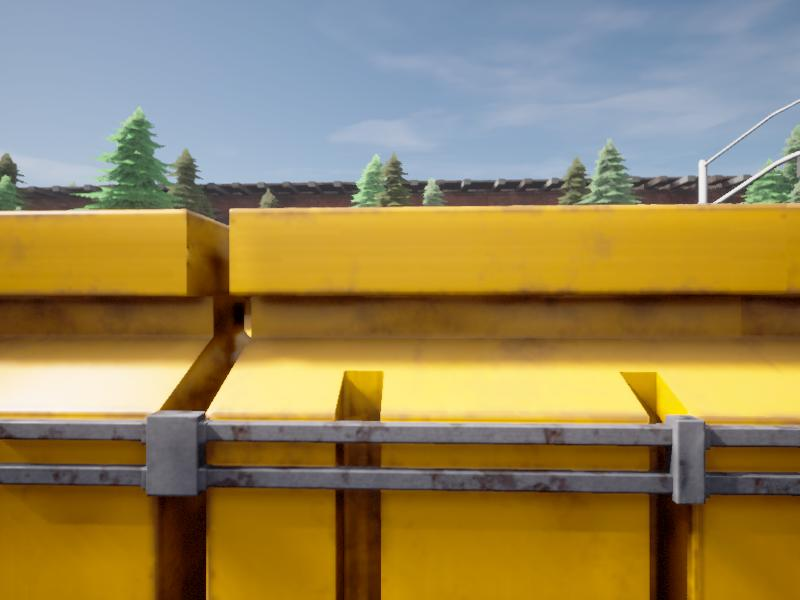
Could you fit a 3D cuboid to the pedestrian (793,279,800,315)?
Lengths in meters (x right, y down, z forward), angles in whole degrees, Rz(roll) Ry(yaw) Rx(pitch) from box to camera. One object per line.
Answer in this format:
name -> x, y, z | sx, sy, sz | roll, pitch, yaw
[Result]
pedestrian -> 20.911, -0.153, 20.515 | 0.751, 1.860, 0.751 | 0, 0, 4
